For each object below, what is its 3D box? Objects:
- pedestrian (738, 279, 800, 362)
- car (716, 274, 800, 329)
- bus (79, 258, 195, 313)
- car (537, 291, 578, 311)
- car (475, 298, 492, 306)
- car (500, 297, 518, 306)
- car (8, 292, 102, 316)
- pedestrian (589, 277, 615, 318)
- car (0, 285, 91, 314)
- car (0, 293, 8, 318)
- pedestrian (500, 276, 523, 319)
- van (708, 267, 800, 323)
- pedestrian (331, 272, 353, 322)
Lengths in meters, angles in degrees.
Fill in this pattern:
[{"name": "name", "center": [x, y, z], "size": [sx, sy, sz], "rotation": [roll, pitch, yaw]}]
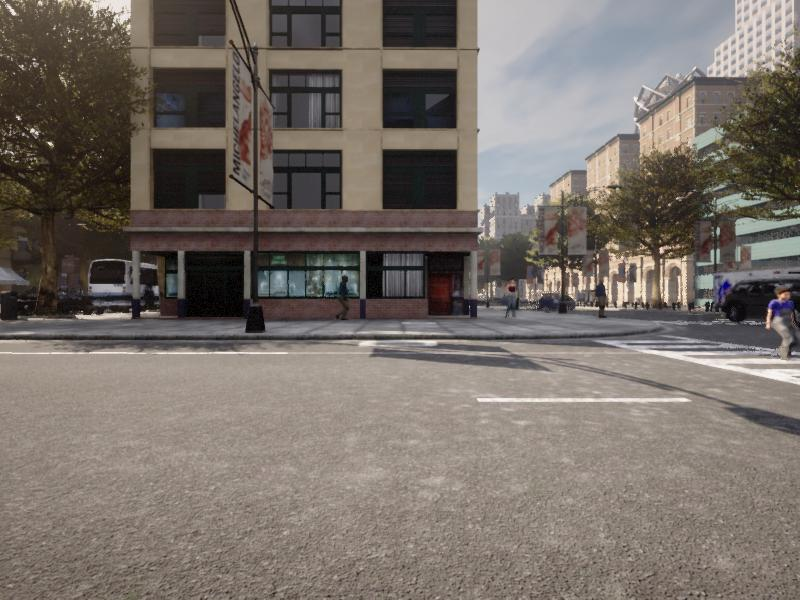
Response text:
[{"name": "pedestrian", "center": [6.296, 0.317, 6.638], "size": [0.751, 1.300, 0.751], "rotation": [0, 0, -4]}, {"name": "car", "center": [14.560, 0.051, 15.060], "size": [1.932, 1.855, 4.605], "rotation": [1, 0, 5]}, {"name": "bus", "center": [-23.249, -1.134, 36.536], "size": [3.944, 4.253, 10.273], "rotation": [0, 0, 0]}, {"name": "car", "center": [14.821, 0.094, 37.993], "size": [2.097, 1.767, 4.553], "rotation": [0, 0, 0]}, {"name": "car", "center": [14.637, 0.338, 70.262], "size": [1.895, 1.301, 4.718], "rotation": [0, 0, 0]}, {"name": "car", "center": [18.157, 0.268, 66.823], "size": [1.812, 1.442, 4.674], "rotation": [0, 0, 0]}, {"name": "car", "center": [-23.034, 0.236, 27.050], "size": [2.128, 1.511, 4.902], "rotation": [0, 0, -1]}, {"name": "pedestrian", "center": [9.334, -0.115, 18.472], "size": [0.751, 1.860, 0.751], "rotation": [0, 0, -20]}, {"name": "car", "center": [-26.581, -0.032, 30.228], "size": [2.150, 2.045, 5.566], "rotation": [0, 0, 0]}, {"name": "car", "center": [-23.088, 0.295, 19.861], "size": [2.033, 1.411, 5.357], "rotation": [0, 0, 0]}, {"name": "pedestrian", "center": [4.959, -0.115, 17.819], "size": [0.751, 1.860, 0.751], "rotation": [0, 0, -9]}, {"name": "van", "center": [18.467, -0.222, 19.211], "size": [2.351, 2.431, 6.366], "rotation": [0, 0, -1]}, {"name": "pedestrian", "center": [-2.186, -0.115, 15.246], "size": [0.751, 1.860, 0.751], "rotation": [0, 0, -2]}]
